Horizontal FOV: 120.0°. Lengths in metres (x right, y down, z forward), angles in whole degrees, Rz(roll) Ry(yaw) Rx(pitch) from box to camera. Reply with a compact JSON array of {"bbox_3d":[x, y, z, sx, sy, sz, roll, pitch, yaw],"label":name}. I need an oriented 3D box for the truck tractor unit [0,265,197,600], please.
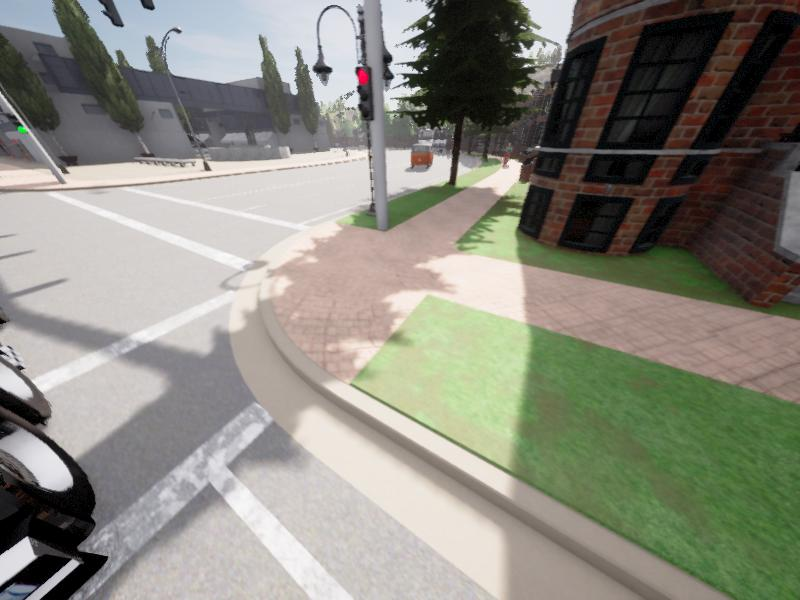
[{"bbox_3d":[-5.111,-0.300,0.779,6.516,4.208,3.053,18,39,24],"label":"truck tractor unit"}]
